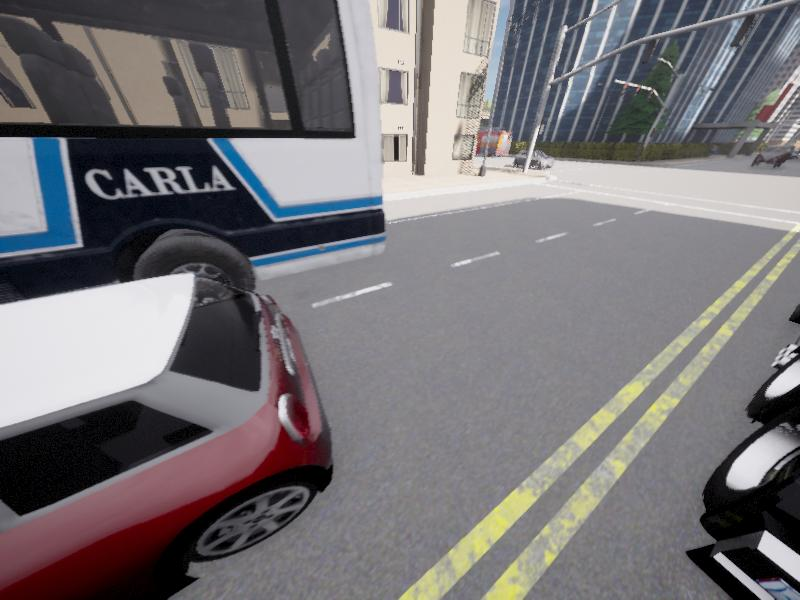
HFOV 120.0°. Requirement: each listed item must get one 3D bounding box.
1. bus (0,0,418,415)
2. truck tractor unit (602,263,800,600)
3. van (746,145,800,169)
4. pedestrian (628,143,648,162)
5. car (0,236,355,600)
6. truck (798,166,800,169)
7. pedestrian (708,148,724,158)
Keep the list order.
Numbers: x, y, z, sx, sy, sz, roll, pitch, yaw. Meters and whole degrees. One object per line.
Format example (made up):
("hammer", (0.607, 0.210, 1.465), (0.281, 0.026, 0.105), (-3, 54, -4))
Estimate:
("bus", (-5.259, -1.480, 2.362), (10.273, 4.253, 3.944), (-18, 39, -24))
("truck tractor unit", (5.107, -0.306, 0.782), (6.516, 4.208, 3.053), (-18, 39, -24))
("van", (39.319, -15.140, 24.354), (4.442, 1.987, 1.775), (-18, 39, -24))
("pedestrian", (28.009, -17.305, 27.171), (0.751, 1.860, 0.751), (-17, 38, -23))
("car", (-2.484, 0.984, 1.274), (3.806, 1.475, 1.970), (-18, 39, -24))
("truck", (45.037, -15.452, 23.239), (8.468, 3.827, 2.891), (-18, 39, -24))
("pedestrian", (48.128, -22.400, 35.153), (0.751, 1.300, 0.751), (-13, 37, -18))
